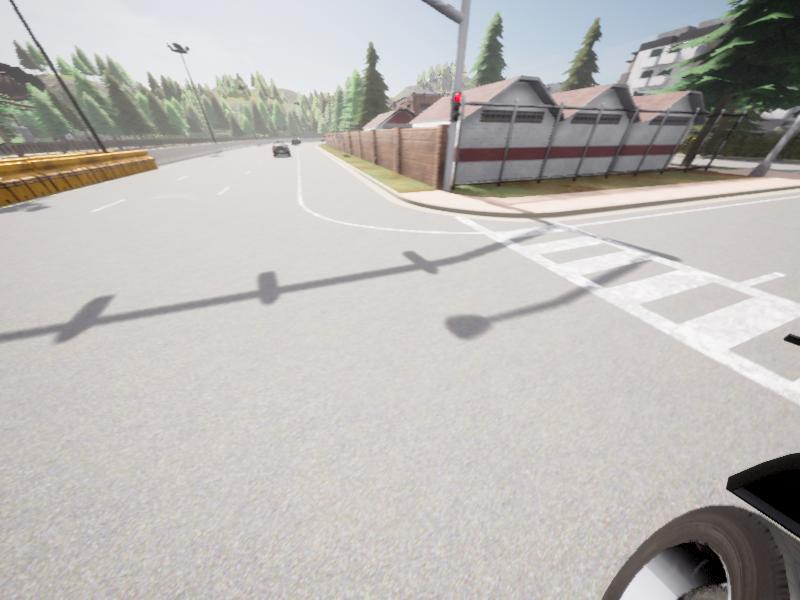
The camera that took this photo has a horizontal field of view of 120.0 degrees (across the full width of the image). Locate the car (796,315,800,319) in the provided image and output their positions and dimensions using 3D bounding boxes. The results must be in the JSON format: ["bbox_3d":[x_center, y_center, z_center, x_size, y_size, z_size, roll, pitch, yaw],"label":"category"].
[{"bbox_3d":[8.079,-0.133,2.772,3.806,1.475,1.970,-11,37,-15],"label":"car"}]

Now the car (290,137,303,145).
[{"bbox_3d":[-27.555,-42.404,61.688,1.930,1.638,5.238,-6,36,-7],"label":"car"}]

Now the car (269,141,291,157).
[{"bbox_3d":[-15.859,-20.176,30.728,2.038,1.542,4.974,-13,37,-17],"label":"car"}]
